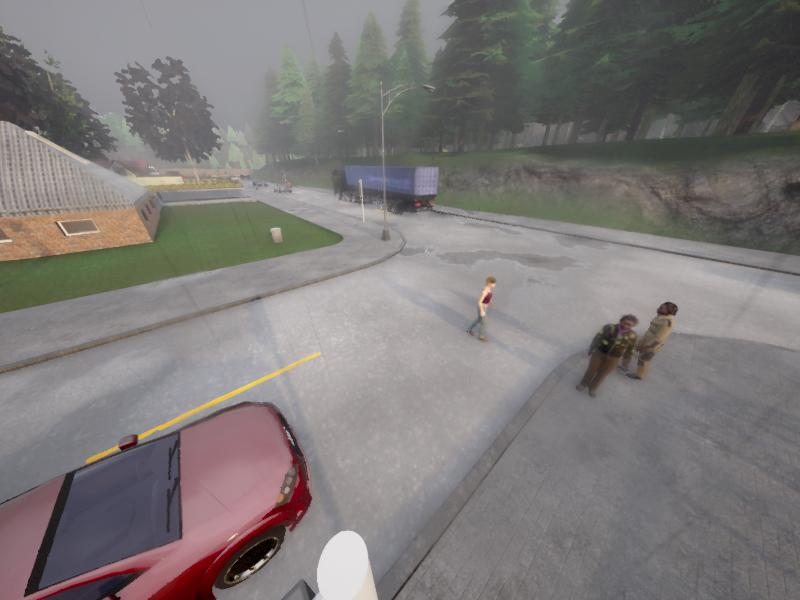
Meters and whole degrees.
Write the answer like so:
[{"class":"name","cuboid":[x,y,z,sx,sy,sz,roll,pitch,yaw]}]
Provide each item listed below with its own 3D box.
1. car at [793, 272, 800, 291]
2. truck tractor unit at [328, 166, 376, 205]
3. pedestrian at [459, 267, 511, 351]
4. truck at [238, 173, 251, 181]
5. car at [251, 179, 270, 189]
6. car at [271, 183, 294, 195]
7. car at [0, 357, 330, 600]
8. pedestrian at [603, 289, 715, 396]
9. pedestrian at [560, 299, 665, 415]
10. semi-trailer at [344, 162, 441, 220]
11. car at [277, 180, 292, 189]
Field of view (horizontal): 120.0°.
[{"class":"car","cuboid":[17.070,-0.322,7.103,2.242,1.667,4.611,-23,37,-34]},{"class":"truck tractor unit","cuboid":[-6.383,-15.414,30.680,3.053,4.208,6.516,-22,37,-34]},{"class":"pedestrian","cuboid":[2.121,0.230,5.906,0.751,1.860,0.751,19,35,30]},{"class":"truck","cuboid":[-54.234,-43.051,80.676,2.390,2.098,6.274,-23,37,-34]},{"class":"car","cuboid":[-31.420,-26.196,51.965,2.152,1.651,5.027,-23,37,-34]},{"class":"car","cuboid":[-20.785,-19.733,40.862,2.038,1.542,4.974,-23,37,-34]},{"class":"car","cuboid":[-3.205,2.600,2.340,4.181,1.385,1.994,-23,37,-34]},{"class":"pedestrian","cuboid":[4.949,0.847,4.612,0.751,1.860,0.751,19,35,30]},{"class":"pedestrian","cuboid":[3.798,1.044,4.252,0.751,1.860,0.751,-25,39,-37]},{"class":"semi-trailer","cuboid":[-1.734,-12.298,25.089,2.717,4.402,14.254,-19,35,-30]},{"class":"car","cuboid":[-25.602,-25.723,51.235,1.845,1.501,3.633,-23,37,-34]}]
